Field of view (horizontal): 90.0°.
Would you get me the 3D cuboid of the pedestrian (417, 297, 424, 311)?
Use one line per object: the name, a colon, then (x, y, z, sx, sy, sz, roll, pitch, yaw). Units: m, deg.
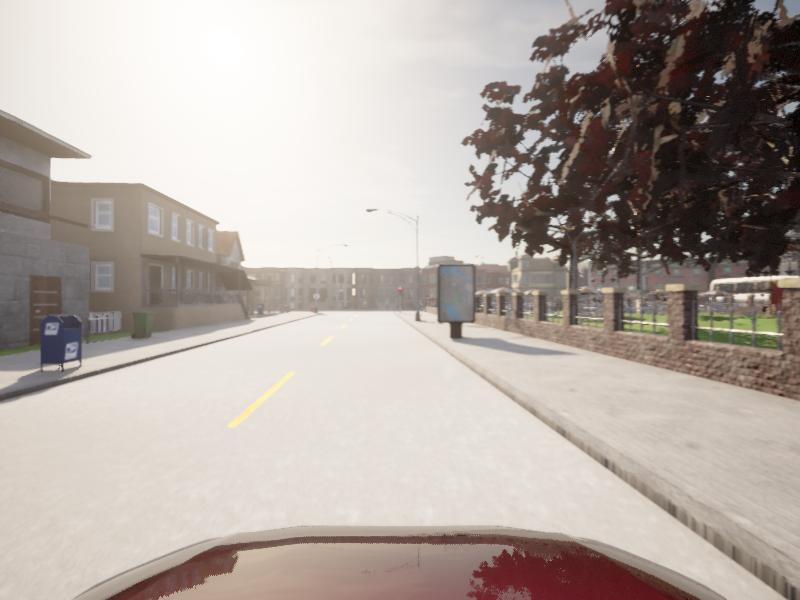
pedestrian: (2.550, 0.501, 50.241, 0.751, 1.860, 0.751, 0, 0, -8)

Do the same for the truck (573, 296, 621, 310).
truck: (29.873, 0.502, 60.826, 6.274, 2.098, 2.390, 0, 0, -4)

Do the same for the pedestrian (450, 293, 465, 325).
pedestrian: (3.426, 0.520, 23.832, 0.751, 1.860, 0.751, 0, 0, -2)

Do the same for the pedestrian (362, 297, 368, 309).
pedestrian: (-5.363, 0.514, 61.488, 0.751, 1.860, 0.751, 0, 0, 0)

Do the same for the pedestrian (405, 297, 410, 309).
pedestrian: (1.183, 0.505, 64.240, 0.751, 1.860, 0.751, 0, 0, -7)

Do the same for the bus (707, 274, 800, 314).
bus: (42.566, -0.613, 47.500, 3.944, 4.253, 10.273, 0, 0, -4)
